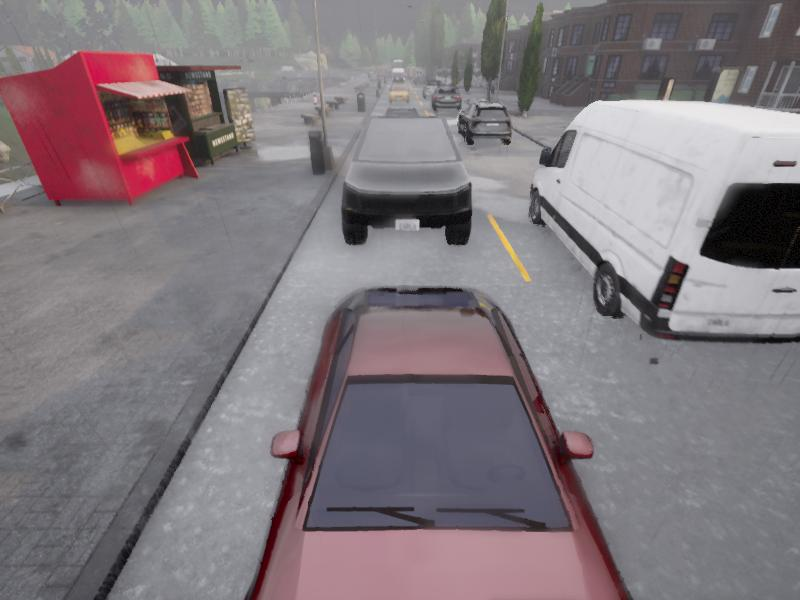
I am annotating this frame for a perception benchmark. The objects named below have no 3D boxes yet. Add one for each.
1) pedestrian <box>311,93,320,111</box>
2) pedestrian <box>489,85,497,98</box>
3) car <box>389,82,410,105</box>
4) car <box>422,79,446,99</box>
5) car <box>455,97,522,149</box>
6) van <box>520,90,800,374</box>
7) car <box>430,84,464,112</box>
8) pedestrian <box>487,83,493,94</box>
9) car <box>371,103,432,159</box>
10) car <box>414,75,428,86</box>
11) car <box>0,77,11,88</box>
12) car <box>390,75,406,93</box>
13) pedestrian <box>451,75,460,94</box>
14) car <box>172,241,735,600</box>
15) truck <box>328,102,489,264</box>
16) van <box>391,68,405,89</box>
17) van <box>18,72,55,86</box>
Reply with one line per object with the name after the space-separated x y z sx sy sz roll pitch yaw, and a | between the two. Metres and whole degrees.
-6.190 -14.454 29.223 0.500 1.100 0.500 -2 31 -4 | pedestrian
9.502 -21.280 40.811 0.500 1.100 0.500 -6 31 -11 | pedestrian
-0.059 -18.990 36.694 1.801 1.575 5.366 0 31 0 | car
3.536 -22.114 41.919 2.242 1.667 4.611 1 30 2 | car
3.858 -8.281 18.430 2.033 1.649 4.856 1 30 1 | car
3.823 -1.776 6.465 1.988 2.561 5.915 1 31 1 | van
3.631 -16.057 31.619 2.242 1.667 4.611 1 31 1 | car
10.279 -24.221 45.842 0.500 1.100 0.500 1 30 1 | pedestrian
0.071 -7.138 16.603 2.128 1.511 4.902 0 30 0 | car
3.665 -38.523 70.153 2.152 1.651 5.027 0 30 0 | car
-61.947 -32.827 60.370 1.812 1.442 4.674 0 30 0 | car
-0.208 -27.139 50.266 1.932 1.855 4.605 0 30 0 | car
6.354 -24.618 45.740 0.751 1.860 0.751 1 30 2 | pedestrian
0.190 1.000 2.922 1.994 1.385 4.181 0 30 0 | car
0.134 -3.125 9.196 2.390 2.098 6.274 0 30 0 | truck
-0.266 -33.011 59.556 1.988 2.561 5.915 0 30 0 | van
-61.999 -37.829 68.345 1.775 1.987 4.442 0 30 0 | van
